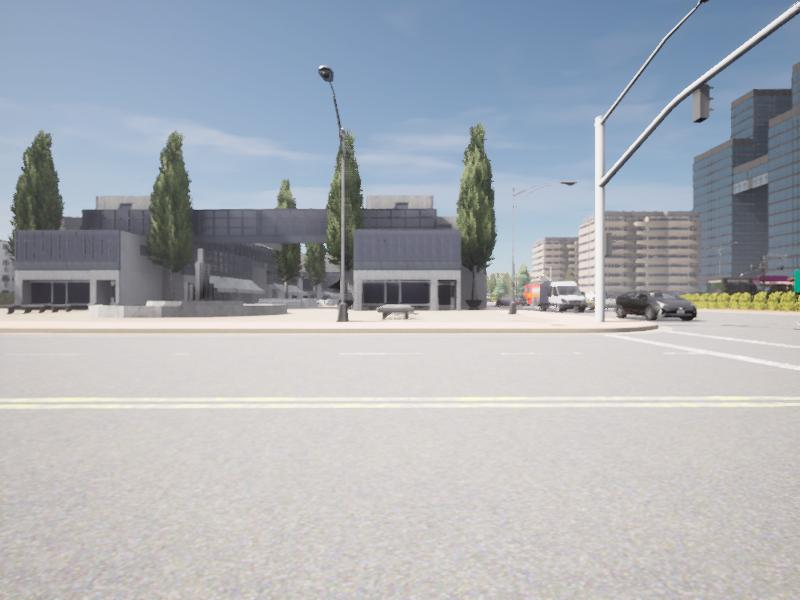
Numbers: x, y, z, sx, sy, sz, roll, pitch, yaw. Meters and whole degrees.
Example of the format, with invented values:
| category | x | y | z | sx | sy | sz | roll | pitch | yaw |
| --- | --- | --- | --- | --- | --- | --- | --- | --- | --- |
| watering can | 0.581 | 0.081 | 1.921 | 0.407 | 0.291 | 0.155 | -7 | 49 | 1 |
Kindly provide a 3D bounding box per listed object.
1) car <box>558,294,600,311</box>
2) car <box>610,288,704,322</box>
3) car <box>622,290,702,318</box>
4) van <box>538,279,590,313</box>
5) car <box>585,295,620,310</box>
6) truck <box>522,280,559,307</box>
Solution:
| category | x | y | z | sx | sy | sz | roll | pitch | yaw |
| --- | --- | --- | --- | --- | --- | --- | --- | --- | --- |
| car | 16.879 | 0.209 | 38.127 | 1.801 | 1.575 | 5.366 | 0 | 0 | 2 |
| car | 12.689 | 0.235 | 20.172 | 2.007 | 1.525 | 4.514 | 0 | 0 | 3 |
| car | 16.409 | 0.210 | 25.477 | 1.801 | 1.575 | 5.366 | 0 | 0 | 3 |
| van | 13.150 | -0.269 | 32.588 | 1.988 | 2.561 | 5.915 | 0 | 0 | 2 |
| car | 20.478 | 0.236 | 40.546 | 1.845 | 1.501 | 3.633 | 0 | 0 | 2 |
| truck | 21.327 | -0.913 | 61.132 | 2.891 | 3.827 | 8.468 | 0 | 0 | 2 |
